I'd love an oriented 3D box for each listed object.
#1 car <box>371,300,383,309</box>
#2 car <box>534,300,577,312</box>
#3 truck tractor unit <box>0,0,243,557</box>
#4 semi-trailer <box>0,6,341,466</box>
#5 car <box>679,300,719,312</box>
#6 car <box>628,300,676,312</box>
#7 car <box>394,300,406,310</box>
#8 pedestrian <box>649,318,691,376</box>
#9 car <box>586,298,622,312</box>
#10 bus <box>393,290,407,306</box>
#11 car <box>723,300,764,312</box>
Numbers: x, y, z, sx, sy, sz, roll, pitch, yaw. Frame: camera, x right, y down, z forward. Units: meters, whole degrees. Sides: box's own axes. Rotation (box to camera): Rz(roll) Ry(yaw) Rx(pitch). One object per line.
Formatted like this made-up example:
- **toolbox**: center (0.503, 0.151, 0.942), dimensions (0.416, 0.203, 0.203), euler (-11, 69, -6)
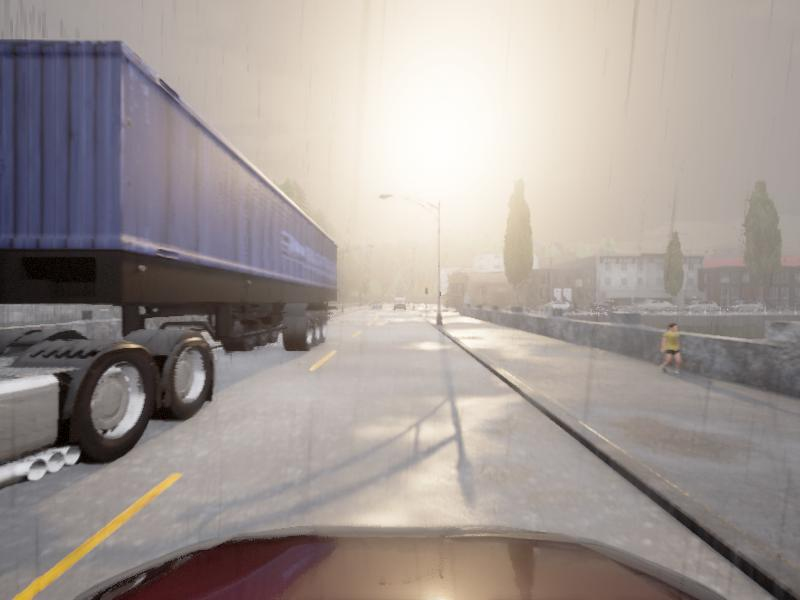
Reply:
- **car**: center (-4.053, 0.775, 71.102), dimensions (1.851, 1.617, 3.988), euler (0, 0, -1)
- **car**: center (20.847, 0.816, 53.757), dimensions (4.974, 1.542, 2.038), euler (0, 0, 0)
- **truck tractor unit**: center (-4.003, -0.510, 3.036), dimensions (3.053, 4.208, 6.516), euler (0, 0, 0)
- **semi-trailer**: center (-4.022, -0.620, 10.954), dimensions (2.717, 4.402, 14.254), euler (0, 0, 0)
- **car**: center (40.228, 0.778, 53.812), dimensions (3.988, 1.617, 1.851), euler (0, 0, 0)
- **car**: center (33.838, 0.771, 53.797), dimensions (5.027, 1.651, 2.152), euler (0, 0, 0)
- **car**: center (-0.003, 0.813, 67.352), dimensions (2.038, 1.542, 4.974), euler (0, 0, 0)
- **pedestrian**: center (5.377, 0.912, 7.981), dimensions (0.500, 1.100, 0.500), euler (0, 0, 0)
- **car**: center (27.345, 0.636, 53.787), dimensions (3.866, 1.878, 1.905), euler (0, 0, 0)
- **bus**: center (-0.126, -0.561, 117.342), dimensions (3.944, 4.253, 10.273), euler (0, 0, 0)
- **car**: center (46.167, 0.778, 53.814), dimensions (3.988, 1.617, 1.851), euler (0, 0, 0)
